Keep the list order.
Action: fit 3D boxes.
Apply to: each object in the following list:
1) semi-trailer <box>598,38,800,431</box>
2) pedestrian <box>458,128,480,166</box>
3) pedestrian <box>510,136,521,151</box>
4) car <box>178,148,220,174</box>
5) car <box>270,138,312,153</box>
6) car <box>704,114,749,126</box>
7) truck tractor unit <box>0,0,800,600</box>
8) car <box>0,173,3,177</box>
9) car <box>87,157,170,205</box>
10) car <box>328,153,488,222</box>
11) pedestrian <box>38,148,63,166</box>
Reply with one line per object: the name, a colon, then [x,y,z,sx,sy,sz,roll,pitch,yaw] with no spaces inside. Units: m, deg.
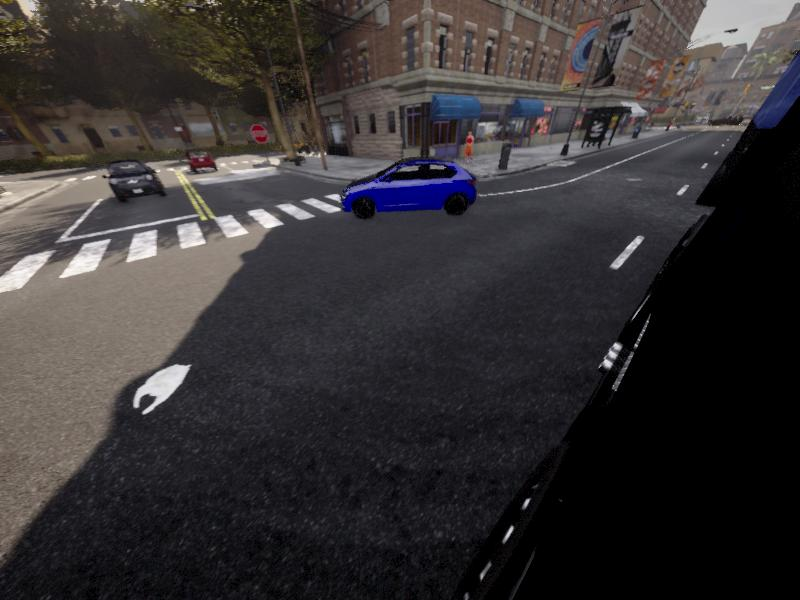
semi-trailer: [8.688,-3.605,4.249,14.254,4.402,2.717,-28,43,-30]
pedestrian: [4.169,-9.230,13.996,0.751,1.860,0.751,-31,45,-33]
pedestrian: [10.216,-13.817,20.422,0.500,1.100,0.500,-26,42,-28]
car: [-16.687,-11.610,19.153,1.789,1.549,3.705,-29,44,-31]
car: [-16.783,-23.881,35.697,5.366,1.575,1.801,-28,43,-30]
car: [66.542,-36.685,47.174,1.932,1.855,4.605,-14,38,-14]
truck tractor unit: [2.645,-0.295,0.351,6.516,4.208,3.053,-28,44,-30]
car: [-40.198,-11.300,20.316,5.008,1.535,1.882,-28,43,-29]
car: [-12.826,-5.857,11.152,1.845,1.501,3.633,-29,44,-31]
car: [0.223,-3.574,7.247,4.193,1.474,1.816,-2,37,1]
pedestrian: [-43.128,-17.644,28.505,0.751,1.860,0.751,-29,44,-31]
